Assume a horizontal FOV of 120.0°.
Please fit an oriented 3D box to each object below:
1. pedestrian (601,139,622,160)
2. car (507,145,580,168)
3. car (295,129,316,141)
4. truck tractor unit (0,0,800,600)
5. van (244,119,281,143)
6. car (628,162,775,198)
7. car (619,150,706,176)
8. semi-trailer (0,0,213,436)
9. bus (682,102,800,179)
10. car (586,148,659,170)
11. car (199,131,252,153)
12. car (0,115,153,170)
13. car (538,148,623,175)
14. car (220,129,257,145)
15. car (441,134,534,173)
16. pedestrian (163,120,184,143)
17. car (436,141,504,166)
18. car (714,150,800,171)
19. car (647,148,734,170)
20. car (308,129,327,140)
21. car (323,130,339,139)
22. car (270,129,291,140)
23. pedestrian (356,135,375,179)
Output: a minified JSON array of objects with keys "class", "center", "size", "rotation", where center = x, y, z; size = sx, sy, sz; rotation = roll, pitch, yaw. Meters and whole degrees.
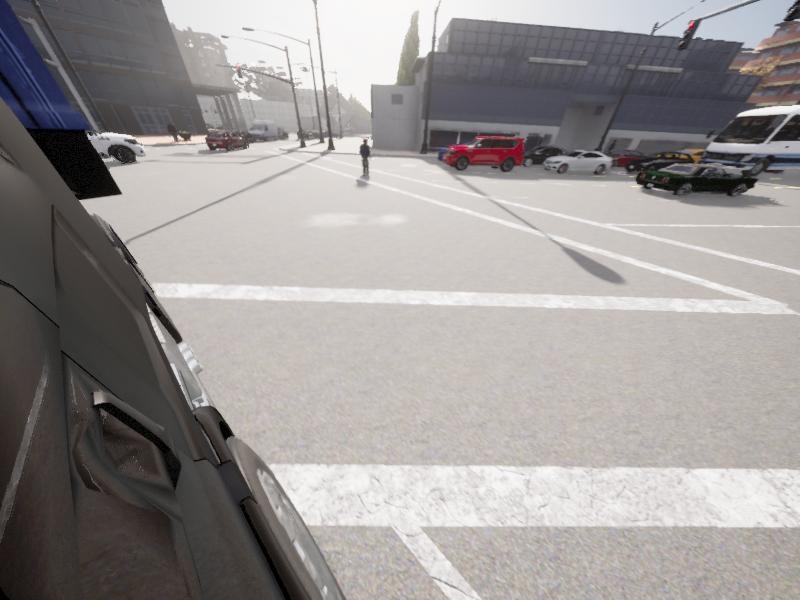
[{"class":"pedestrian","center":[22.968,-16.404,25.167],"size":[0.751,1.860,0.751],"rotation":[9,37,8]},{"class":"car","center":[12.244,-12.413,19.975],"size":[4.892,1.490,1.837],"rotation":[-1,36,-4]},{"class":"car","center":[-17.074,-30.034,41.963],"size":[1.930,1.638,5.238],"rotation":[0,36,-3]},{"class":"truck tractor unit","center":[-2.645,-0.295,0.351],"size":[6.516,4.208,3.053],"rotation":[28,44,30]},{"class":"van","center":[-20.099,-24.986,34.147],"size":[1.988,2.561,5.915],"rotation":[0,36,-4]},{"class":"car","center":[15.022,-6.128,11.743],"size":[4.718,1.301,1.895],"rotation":[-1,37,-3]},{"class":"car","center":[19.845,-10.449,17.627],"size":[4.193,1.474,1.816],"rotation":[-1,36,-3]},{"class":"semi-trailer","center":[-9.583,-2.775,3.091],"size":[14.254,4.402,2.717],"rotation":[16,38,18]},{"class":"bus","center":[29.513,-11.721,17.256],"size":[10.273,4.253,3.944],"rotation":[-2,37,-3]},{"class":"car","center":[19.558,-12.475,20.451],"size":[4.181,1.385,1.994],"rotation":[0,36,-2]},{"class":"car","center":[-16.081,-14.865,21.590],"size":[1.816,1.474,4.193],"rotation":[2,37,-1]},{"class":"car","center":[-17.518,-8.330,12.150],"size":[2.150,2.045,5.566],"rotation":[28,43,31]},{"class":"car","center":[13.291,-10.327,17.232],"size":[4.674,1.442,1.812],"rotation":[-1,36,-4]},{"class":"car","center":[-19.734,-20.115,28.456],"size":[1.816,1.474,4.193],"rotation":[0,36,-4]},{"class":"car","center":[6.014,-10.504,16.560],"size":[5.566,2.045,2.150],"rotation":[0,36,-4]},{"class":"pedestrian","center":[-23.084,-17.125,23.550],"size":[0.751,1.860,0.751],"rotation":[-14,40,-21]},{"class":"car","center":[5.775,-12.380,19.526],"size":[5.008,1.535,1.882],"rotation":[0,36,-4]},{"class":"car","center":[32.655,-12.838,21.191],"size":[4.674,1.442,1.812],"rotation":[-1,37,-3]},{"class":"car","center":[25.903,-12.691,20.780],"size":[5.008,1.535,1.882],"rotation":[-1,37,-3]},{"class":"car","center":[-16.991,-34.198,47.622],"size":[1.930,1.638,5.238],"rotation":[3,36,1]},{"class":"car","center":[-15.875,-38.282,53.384],"size":[1.816,1.474,4.193],"rotation":[10,37,10]},{"class":"car","center":[-20.540,-28.555,39.815],"size":[1.845,1.501,3.633],"rotation":[0,36,-4]},{"class":"pedestrian","center":[-1.782,-7.464,12.098],"size":[0.751,1.860,0.751],"rotation":[-10,38,-17]}]
